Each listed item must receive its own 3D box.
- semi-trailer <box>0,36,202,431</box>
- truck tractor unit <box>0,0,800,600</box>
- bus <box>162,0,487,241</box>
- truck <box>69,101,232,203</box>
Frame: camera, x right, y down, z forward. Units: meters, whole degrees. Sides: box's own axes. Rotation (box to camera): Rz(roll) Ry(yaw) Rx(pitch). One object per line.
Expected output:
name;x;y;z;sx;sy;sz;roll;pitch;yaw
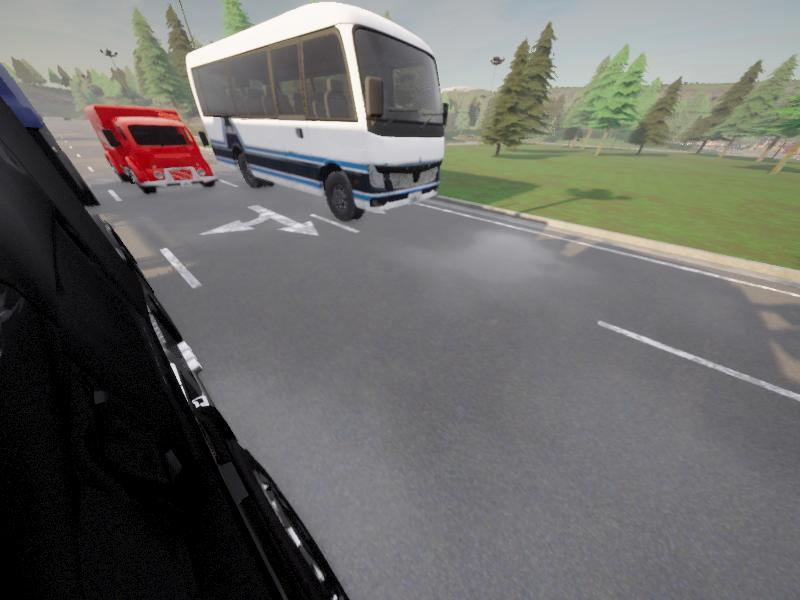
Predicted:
semi-trailer;-8.742;-3.555;4.213;14.254;4.402;2.717;27;43;30
truck tractor unit;-2.645;-0.295;0.352;6.516;4.208;3.053;28;44;30
bus;-3.201;-6.051;8.083;10.273;4.253;3.944;28;43;30
truck;-9.350;-5.730;8.753;5.204;2.467;2.627;28;43;29
